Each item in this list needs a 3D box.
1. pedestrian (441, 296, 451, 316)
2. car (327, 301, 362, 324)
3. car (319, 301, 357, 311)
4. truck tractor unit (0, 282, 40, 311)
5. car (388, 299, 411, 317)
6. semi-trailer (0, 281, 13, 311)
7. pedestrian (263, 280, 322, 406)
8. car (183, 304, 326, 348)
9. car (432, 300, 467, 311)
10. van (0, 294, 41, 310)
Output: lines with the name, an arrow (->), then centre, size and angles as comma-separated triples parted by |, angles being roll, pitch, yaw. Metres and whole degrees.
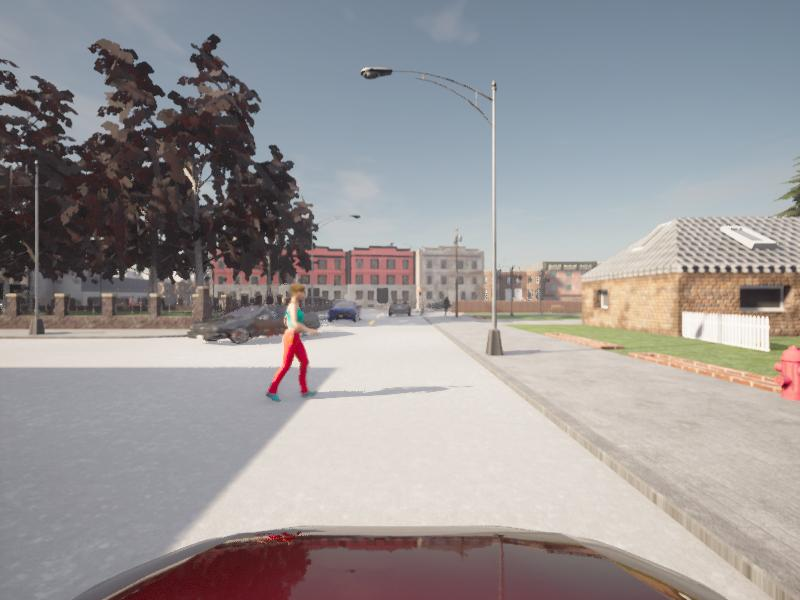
pedestrian -> 4.195, 0.528, 36.236 | 0.751, 1.860, 0.751 | 0, 0, 22
car -> -3.969, 0.819, 29.354 | 1.882, 1.535, 5.008 | 0, 0, 0
car -> -9.133, 0.887, 59.581 | 5.357, 1.411, 2.033 | 0, 0, 0
truck tractor unit -> -58.300, -0.526, 59.702 | 6.516, 4.208, 3.053 | 0, 0, 1
car -> -0.004, 0.751, 40.420 | 2.242, 1.667, 4.611 | 0, 0, 1
semi-trailer -> -66.213, -0.625, 59.790 | 14.254, 4.402, 2.717 | 0, 0, 0
pedestrian -> -1.669, 0.636, 6.309 | 0.751, 1.860, 0.751 | 0, 0, -2
car -> -5.551, 0.892, 16.133 | 2.033, 1.411, 5.357 | 0, 0, 31
car -> 7.345, 0.836, 59.815 | 4.892, 1.490, 1.837 | 0, -1, -3
van -> -60.999, 0.313, 63.588 | 5.915, 2.561, 1.988 | 0, 0, 0
